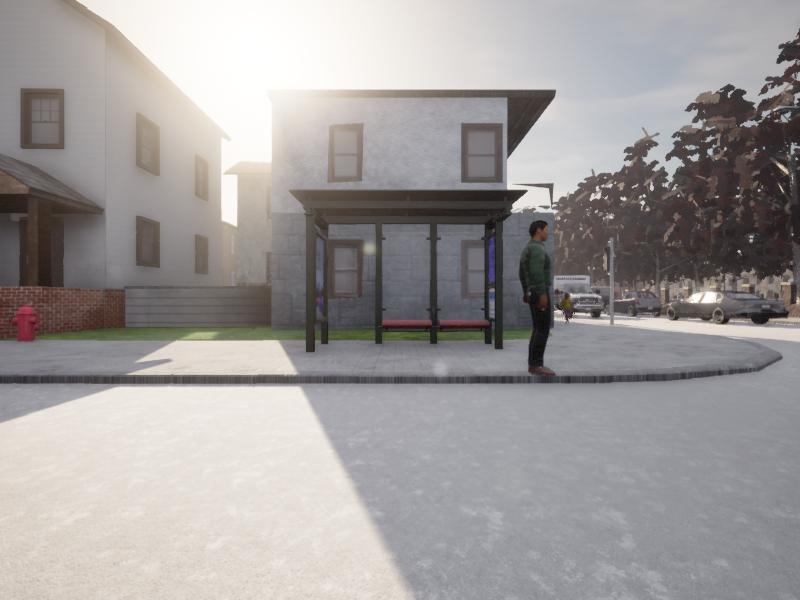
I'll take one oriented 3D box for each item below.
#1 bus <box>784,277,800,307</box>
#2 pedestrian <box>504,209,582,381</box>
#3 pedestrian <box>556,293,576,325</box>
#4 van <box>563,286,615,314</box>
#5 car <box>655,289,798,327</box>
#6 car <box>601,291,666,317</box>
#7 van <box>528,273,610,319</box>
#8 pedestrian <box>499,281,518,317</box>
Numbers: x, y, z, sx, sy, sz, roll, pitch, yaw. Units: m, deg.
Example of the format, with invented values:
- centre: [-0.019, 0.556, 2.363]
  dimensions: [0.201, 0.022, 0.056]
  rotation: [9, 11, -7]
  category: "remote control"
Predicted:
- centre: [59.491, -1.131, 54.840]
  dimensions: [3.944, 4.253, 10.273]
  rotation: [0, 0, 0]
  category: "bus"
- centre: [1.661, -0.054, 4.766]
  dimensions: [0.751, 1.860, 0.751]
  rotation: [0, 0, 9]
  category: "pedestrian"
- centre: [5.667, 0.305, 13.681]
  dimensions: [0.500, 1.100, 0.500]
  rotation: [0, 0, 0]
  category: "pedestrian"
- centre: [14.274, -0.002, 30.573]
  dimensions: [1.775, 1.987, 4.442]
  rotation: [0, 0, -2]
  category: "van"
- centre: [13.945, 0.295, 17.673]
  dimensions: [2.033, 1.411, 5.357]
  rotation: [0, 0, 2]
  category: "car"
- centre: [14.194, 0.227, 24.567]
  dimensions: [1.845, 1.501, 3.633]
  rotation: [0, 0, -1]
  category: "car"
- centre: [10.047, -0.222, 24.568]
  dimensions: [2.351, 2.431, 6.366]
  rotation: [0, 0, 0]
  category: "van"
- centre: [5.726, -0.075, 21.076]
  dimensions: [0.751, 1.860, 0.751]
  rotation: [0, 0, -4]
  category: "pedestrian"
